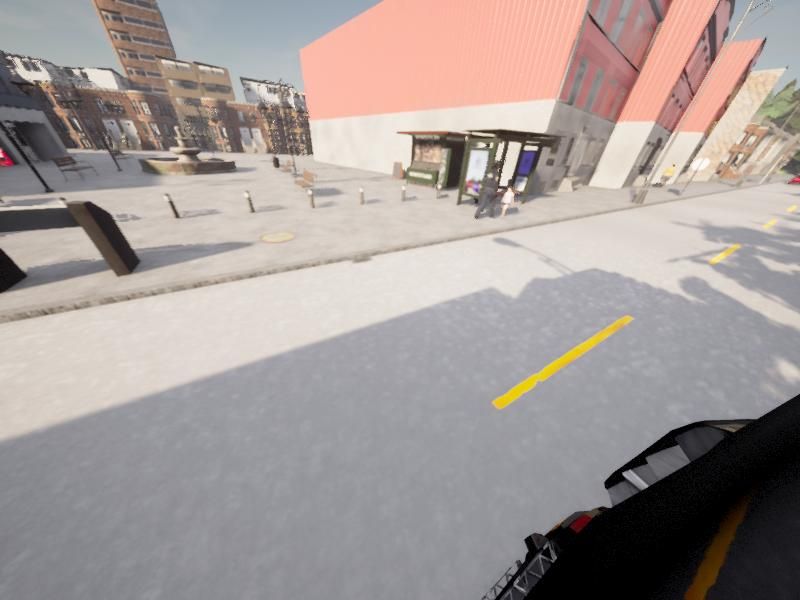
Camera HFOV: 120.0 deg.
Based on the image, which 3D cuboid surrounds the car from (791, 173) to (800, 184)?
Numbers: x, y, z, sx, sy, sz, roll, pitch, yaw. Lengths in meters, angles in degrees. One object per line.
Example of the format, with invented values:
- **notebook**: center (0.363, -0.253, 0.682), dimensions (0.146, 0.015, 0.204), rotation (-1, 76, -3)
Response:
- **car**: center (62.666, -18.894, 35.134), dimensions (5.566, 2.045, 2.150), rotation (-16, 38, -26)

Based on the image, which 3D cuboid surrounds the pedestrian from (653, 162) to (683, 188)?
- **pedestrian**: center (22.625, -10.544, 19.528), dimensions (0.751, 1.860, 0.751), rotation (-17, 39, -27)

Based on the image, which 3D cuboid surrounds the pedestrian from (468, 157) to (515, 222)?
- **pedestrian**: center (3.032, -3.696, 7.787), dimensions (0.751, 1.860, 0.751), rotation (-16, 38, -26)

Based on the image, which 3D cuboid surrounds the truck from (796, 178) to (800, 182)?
- **truck**: center (73.485, -21.997, 40.614), dimensions (5.204, 2.467, 2.627), rotation (-16, 38, -26)

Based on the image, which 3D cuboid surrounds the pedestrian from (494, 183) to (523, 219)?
- **pedestrian**: center (3.929, -3.612, 8.415), dimensions (0.500, 1.100, 0.500), rotation (-23, 42, -33)

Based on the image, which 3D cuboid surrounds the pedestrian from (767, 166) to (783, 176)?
- **pedestrian**: center (78.668, -27.051, 48.496), dimensions (0.751, 1.860, 0.751), rotation (-5, 35, -12)

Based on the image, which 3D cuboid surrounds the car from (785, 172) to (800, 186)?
- **car**: center (55.584, -16.627, 31.672), dimensions (4.514, 1.525, 2.007), rotation (-16, 38, -26)
